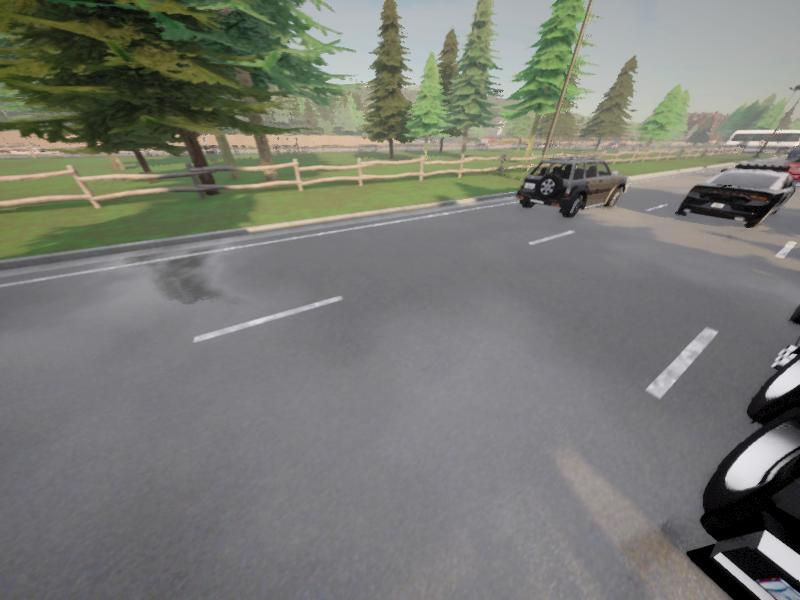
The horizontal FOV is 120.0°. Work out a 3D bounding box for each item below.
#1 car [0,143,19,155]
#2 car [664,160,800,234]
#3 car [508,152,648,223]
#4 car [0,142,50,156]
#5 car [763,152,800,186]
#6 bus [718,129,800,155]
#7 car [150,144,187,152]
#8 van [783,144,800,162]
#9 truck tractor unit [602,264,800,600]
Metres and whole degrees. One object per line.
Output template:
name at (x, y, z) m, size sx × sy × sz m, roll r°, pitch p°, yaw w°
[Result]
car at (-61.525, -22.290, 34.145) m, size 4.792 × 1.488 × 2.163 m, roll -18°, pitch 39°, yaw -24°
car at (12.277, -3.881, 8.243) m, size 5.238 × 1.638 × 1.930 m, roll -18°, pitch 39°, yaw -24°
car at (6.731, -4.484, 8.851) m, size 4.605 × 1.855 × 1.932 m, roll -18°, pitch 39°, yaw -24°
car at (-55.384, -22.042, 33.733) m, size 3.988 × 1.617 × 1.851 m, roll -18°, pitch 39°, yaw -25°
car at (27.050, -8.700, 15.265) m, size 4.611 × 1.667 × 2.242 m, roll -18°, pitch 39°, yaw -24°
bus at (79.103, -34.312, 50.230) m, size 3.944 × 4.253 × 10.273 m, roll -18°, pitch 39°, yaw -24°
car at (-45.249, -29.865, 45.315) m, size 4.718 × 1.301 × 1.895 m, roll -18°, pitch 39°, yaw -24°
van at (57.569, -21.062, 33.007) m, size 4.442 × 1.987 × 1.775 m, roll -18°, pitch 39°, yaw -24°
truck tractor unit at (5.110, -0.303, 0.788) m, size 6.516 × 4.208 × 3.053 m, roll -18°, pitch 39°, yaw -24°
